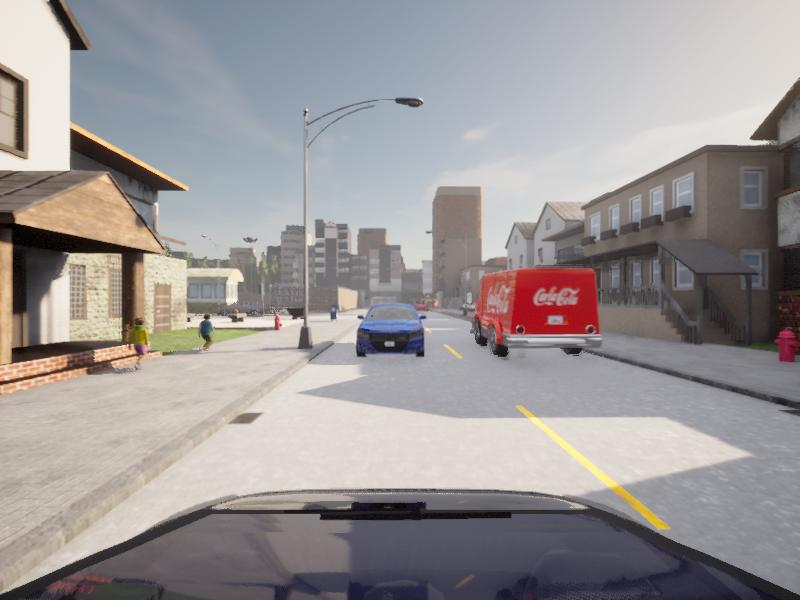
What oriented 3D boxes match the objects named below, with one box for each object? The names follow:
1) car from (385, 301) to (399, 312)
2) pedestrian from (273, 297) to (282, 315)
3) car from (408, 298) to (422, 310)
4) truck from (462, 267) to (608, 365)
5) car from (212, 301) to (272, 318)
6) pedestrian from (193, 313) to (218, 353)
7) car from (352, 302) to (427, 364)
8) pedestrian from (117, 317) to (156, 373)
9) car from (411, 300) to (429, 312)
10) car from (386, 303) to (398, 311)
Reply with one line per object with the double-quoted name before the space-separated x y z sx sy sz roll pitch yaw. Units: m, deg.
"car" -1.073 0.930 57.461 1.837 1.490 4.892 0 0 0
"pedestrian" -13.011 0.599 42.489 0.751 1.860 0.751 0 0 -1
"car" 2.650 0.703 71.722 2.150 2.045 5.566 0 0 -1
"truck" 3.820 0.385 12.691 2.627 2.467 5.204 0 0 -3
"car" -15.155 0.896 38.612 4.902 1.511 2.128 0 0 0
"pedestrian" -5.593 0.932 11.506 0.500 1.100 0.500 0 0 -2
"car" -0.232 0.843 12.650 1.882 1.535 5.008 0 0 1
"pedestrian" -5.492 0.927 8.359 0.500 1.100 0.500 0 0 -6
"car" 2.900 0.847 59.718 2.242 1.667 4.611 0 0 -3
"car" -1.428 1.185 70.897 1.994 1.385 4.181 0 0 -1
